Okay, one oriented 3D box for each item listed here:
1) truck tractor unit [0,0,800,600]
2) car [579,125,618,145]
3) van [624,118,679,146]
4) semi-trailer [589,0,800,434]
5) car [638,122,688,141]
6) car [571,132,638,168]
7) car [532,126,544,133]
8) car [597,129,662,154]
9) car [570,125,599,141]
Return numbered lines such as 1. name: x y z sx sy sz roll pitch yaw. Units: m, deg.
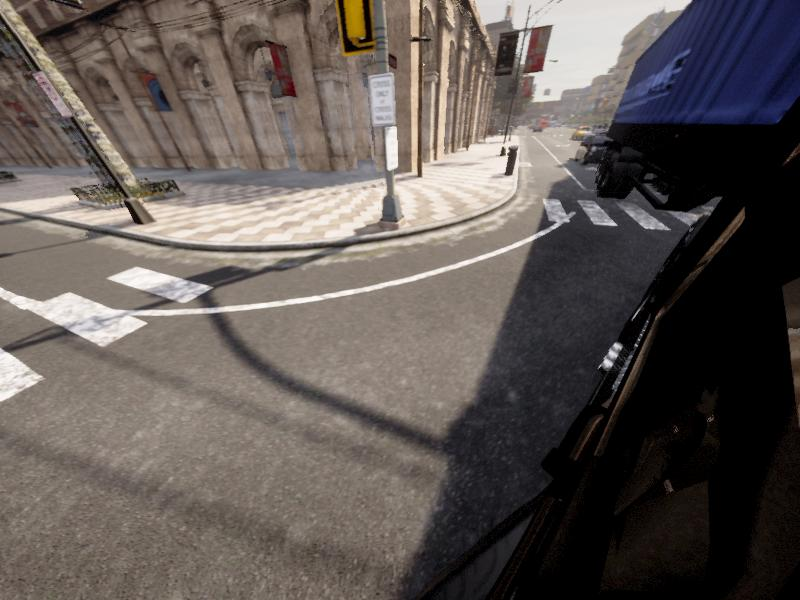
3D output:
1. truck tractor unit: 2.645 -0.295 0.351 6.516 4.208 3.053 -28 44 -30
2. car: 21.874 -18.389 25.720 2.038 1.542 4.974 12 39 19
3. van: 24.025 -16.286 22.366 1.775 1.987 4.442 12 39 19
4. semi-trailer: 7.211 -4.314 5.296 2.717 4.402 14.254 19 42 26
5. car: 30.028 -19.513 26.658 1.801 1.575 5.366 12 39 19
6. car: 11.699 -8.870 13.571 1.845 1.501 3.633 12 39 19
7. car: 33.770 -41.827 56.628 1.994 1.385 4.181 12 39 19
8. car: 18.164 -12.875 18.655 2.033 1.411 5.357 12 39 19
9. car: 24.598 -22.462 30.987 1.801 1.575 5.366 12 39 19
